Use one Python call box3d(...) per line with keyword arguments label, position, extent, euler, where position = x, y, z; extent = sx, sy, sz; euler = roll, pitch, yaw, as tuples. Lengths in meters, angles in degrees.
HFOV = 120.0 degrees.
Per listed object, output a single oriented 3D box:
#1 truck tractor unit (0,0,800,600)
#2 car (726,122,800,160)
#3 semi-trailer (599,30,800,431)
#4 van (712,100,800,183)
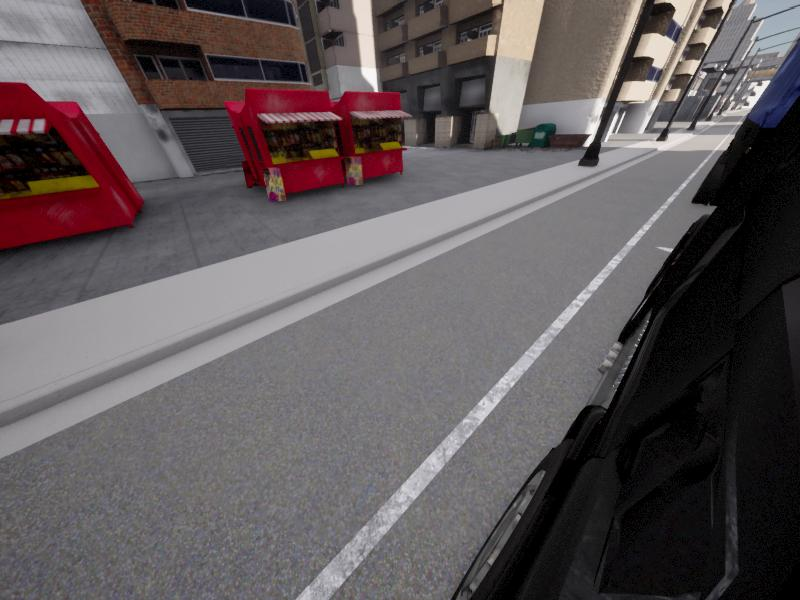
box3d(label="truck tractor unit", position=(2.645, -0.295, 0.352), extent=(6.516, 4.208, 3.053), euler=(-28, 44, -30))
box3d(label="car", position=(22.055, -9.673, 13.940), extent=(4.902, 1.511, 2.128), euler=(-28, 44, -30))
box3d(label="semi-trailer", position=(8.635, -3.647, 4.288), extent=(14.254, 4.402, 2.717), euler=(-29, 44, -30))
box3d(label="van", position=(16.398, -6.997, 9.960), extent=(6.366, 2.431, 2.351), euler=(-28, 44, -30))
